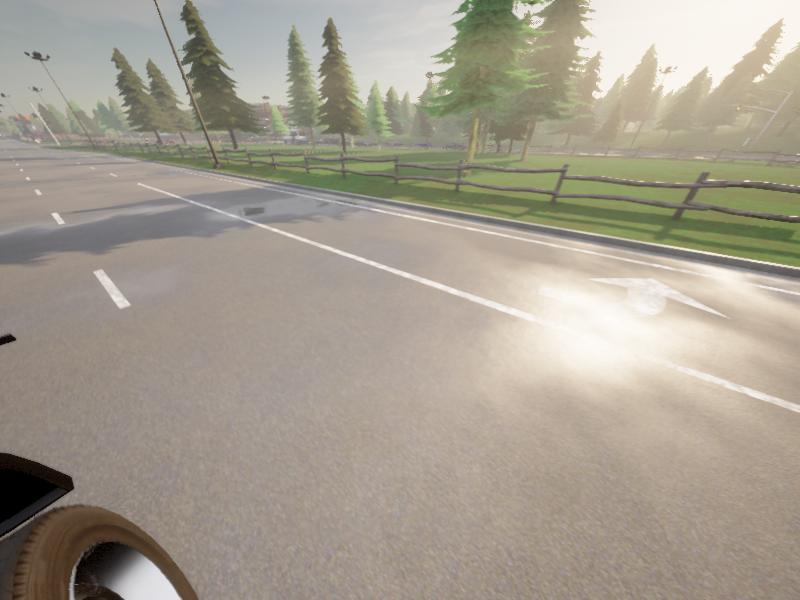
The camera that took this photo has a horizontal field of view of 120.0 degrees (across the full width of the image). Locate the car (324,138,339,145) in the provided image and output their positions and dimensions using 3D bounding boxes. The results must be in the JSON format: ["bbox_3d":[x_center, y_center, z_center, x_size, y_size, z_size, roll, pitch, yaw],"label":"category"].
[{"bbox_3d":[-22.488,-52.323,76.241,4.605,1.855,1.932,22,41,28],"label":"car"}]

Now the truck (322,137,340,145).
[{"bbox_3d":[-24.038,-55.522,80.564,6.274,2.098,2.390,22,41,28],"label":"truck"}]

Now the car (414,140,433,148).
[{"bbox_3d":[6.431,-42.768,63.257,5.008,1.535,1.882,22,41,28],"label":"car"}]

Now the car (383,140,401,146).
[{"bbox_3d":[-2.317,-46.386,68.257,4.974,1.542,2.038,22,41,28],"label":"car"}]

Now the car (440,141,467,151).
[{"bbox_3d":[11.477,-33.322,49.838,5.027,1.651,2.152,22,41,28],"label":"car"}]

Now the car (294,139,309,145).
[{"bbox_3d":[-31.778,-51.029,74.688,4.514,1.525,2.007,22,41,28],"label":"car"}]

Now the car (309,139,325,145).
[{"bbox_3d":[-27.046,-51.630,75.422,5.238,1.638,1.930,22,41,28],"label":"car"}]

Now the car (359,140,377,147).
[{"bbox_3d":[-9.068,-44.222,65.128,4.974,1.542,2.038,22,41,28],"label":"car"}]

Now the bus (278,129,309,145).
[{"bbox_3d":[-37.028,-56.717,80.276,10.273,4.253,3.944,22,41,28],"label":"bus"}]

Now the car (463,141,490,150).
[{"bbox_3d":[17.549,-35.737,53.377,5.366,1.575,1.801,22,41,28],"label":"car"}]

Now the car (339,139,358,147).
[{"bbox_3d":[-14.475,-43.997,64.712,4.856,1.649,2.033,22,41,28],"label":"car"}]
